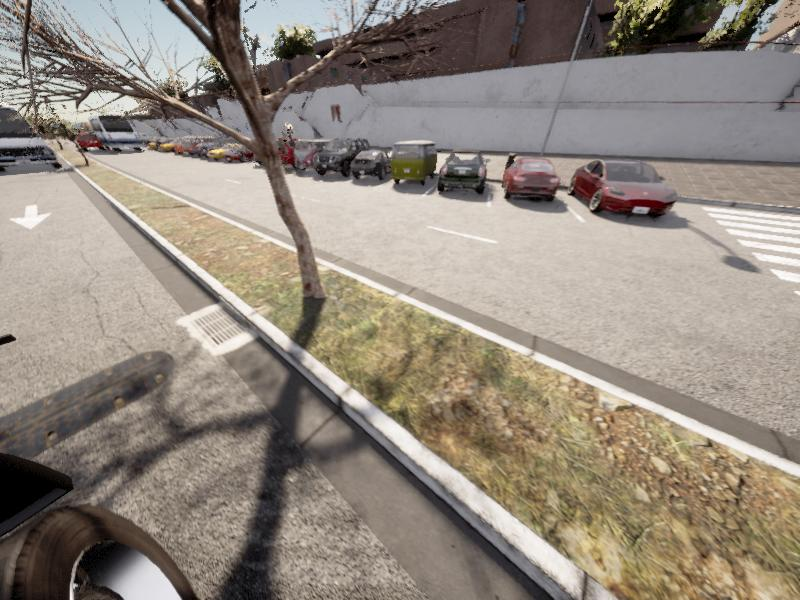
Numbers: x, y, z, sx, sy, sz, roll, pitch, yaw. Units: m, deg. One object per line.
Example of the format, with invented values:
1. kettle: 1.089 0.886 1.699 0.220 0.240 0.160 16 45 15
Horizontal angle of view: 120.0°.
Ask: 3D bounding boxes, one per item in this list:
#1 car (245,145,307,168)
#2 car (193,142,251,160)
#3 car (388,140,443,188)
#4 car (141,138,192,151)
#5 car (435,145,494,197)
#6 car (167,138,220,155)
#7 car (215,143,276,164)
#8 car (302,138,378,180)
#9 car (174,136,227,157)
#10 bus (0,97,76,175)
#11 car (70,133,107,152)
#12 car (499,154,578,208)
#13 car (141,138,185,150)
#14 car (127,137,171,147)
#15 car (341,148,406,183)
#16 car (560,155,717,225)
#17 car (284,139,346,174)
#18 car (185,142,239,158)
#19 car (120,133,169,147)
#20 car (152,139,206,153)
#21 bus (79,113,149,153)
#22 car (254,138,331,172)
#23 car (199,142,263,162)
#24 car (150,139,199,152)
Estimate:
1. car: -10.808 -12.876 20.606 2.002 1.452 4.674 11 36 14
2. car: -20.228 -17.200 26.562 2.163 1.488 4.792 11 37 14
3. car: 1.007 -7.844 13.094 1.878 1.987 4.442 10 36 15
4. car: -36.780 -24.759 36.659 1.946 1.575 5.366 12 37 14
5. car: 3.319 -6.619 11.545 2.185 1.767 4.553 10 36 14
6. car: -27.313 -20.558 30.844 2.185 1.767 4.553 11 37 14
7. car: -15.526 -15.010 23.551 2.163 1.488 4.792 11 37 14
8. car: -3.739 -9.907 15.946 2.435 2.045 5.566 11 36 14
9. car: -24.970 -19.496 29.244 1.878 1.987 4.442 12 37 14
10. bus: -30.717 -12.911 18.190 10.273 4.253 3.944 25 43 30
11. car: -46.332 -23.504 34.372 5.566 2.045 2.150 25 43 30
12. car: 5.680 -5.437 10.170 2.002 1.452 4.674 11 36 15
13. car: -39.083 -25.919 38.293 2.002 1.452 4.674 11 37 14
14. car: -46.133 -29.227 42.685 2.231 1.521 4.892 11 37 14
15. car: -1.385 -8.653 14.619 2.231 1.521 4.892 10 36 14
16. car: 8.051 -4.362 8.642 2.163 1.488 4.792 11 36 14
17. car: -6.122 -10.900 17.383 1.878 1.987 4.442 11 36 14
18. car: -22.595 -18.259 28.016 2.002 1.452 4.674 11 37 14
19. car: -48.490 -30.534 44.031 2.435 2.045 5.566 11 37 14
20. car: -32.069 -22.564 33.728 1.946 1.575 5.366 12 37 14
21. bus: -42.353 -24.708 34.201 10.273 4.253 3.944 25 43 30
22. car: -8.442 -12.066 18.976 2.435 2.045 5.566 11 36 14
23. car: -17.927 -16.028 24.892 1.946 1.575 5.366 11 37 14
24. car: -34.364 -23.754 35.381 2.163 1.488 4.792 11 37 14
